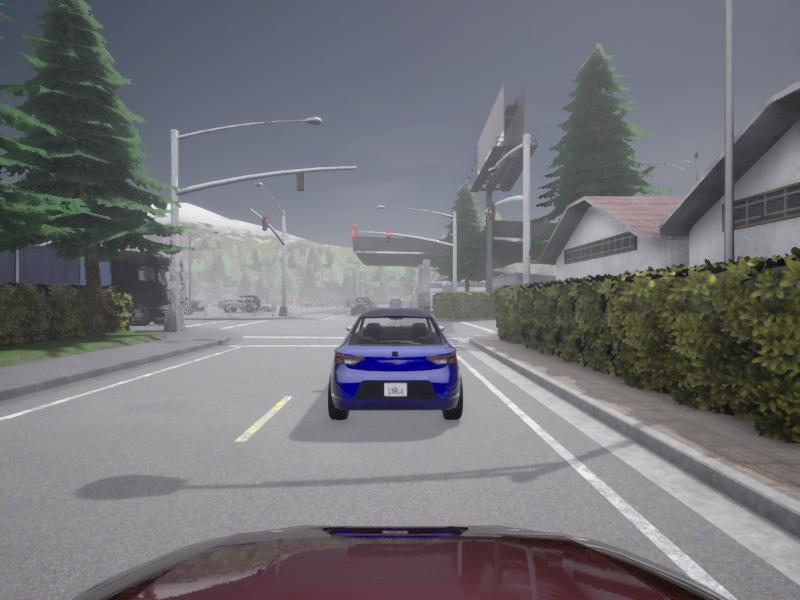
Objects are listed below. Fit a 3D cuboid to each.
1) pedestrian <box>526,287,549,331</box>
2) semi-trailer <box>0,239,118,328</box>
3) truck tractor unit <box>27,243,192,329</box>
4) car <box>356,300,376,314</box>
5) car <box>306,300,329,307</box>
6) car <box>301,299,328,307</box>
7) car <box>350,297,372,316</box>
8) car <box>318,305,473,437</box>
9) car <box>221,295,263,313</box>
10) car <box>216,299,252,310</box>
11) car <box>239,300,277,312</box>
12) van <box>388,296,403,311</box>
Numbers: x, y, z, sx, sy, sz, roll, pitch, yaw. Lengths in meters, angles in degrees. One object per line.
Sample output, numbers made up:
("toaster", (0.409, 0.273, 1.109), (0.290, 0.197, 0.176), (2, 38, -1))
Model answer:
("pedestrian", (5.908, 0.383, 17.210), (0.751, 1.860, 0.751), (0, 0, 0))
("semi-trailer", (-23.050, -0.807, 21.078), (14.254, 4.402, 2.717), (0, 0, -2))
("truck tractor unit", (-15.140, -0.708, 21.300), (6.516, 4.208, 3.053), (0, 0, -1))
("car", (-4.027, 0.778, 47.802), (2.033, 1.649, 4.856), (0, 0, -1))
("car", (-17.444, 0.683, 84.640), (4.514, 1.523, 2.007), (0, 0, -1))
("car", (-17.339, 0.674, 81.505), (5.027, 1.636, 2.152), (0, 0, -1))
("car", (-3.957, 0.646, 41.350), (1.905, 1.878, 3.866), (0, 0, -1))
("car", (-0.077, 0.854, 6.770), (1.816, 1.474, 4.193), (0, 0, -1))
("car", (-17.261, 0.420, 43.919), (3.866, 1.878, 1.905), (0, 0, -1))
("car", (-24.683, 0.641, 59.538), (4.514, 1.523, 2.007), (0, 0, -1))
("car", (-16.706, 0.704, 47.253), (3.806, 1.475, 1.970), (0, 0, -1))
("van", (-0.645, 0.562, 59.100), (2.069, 2.038, 4.480), (0, -2, -1))
